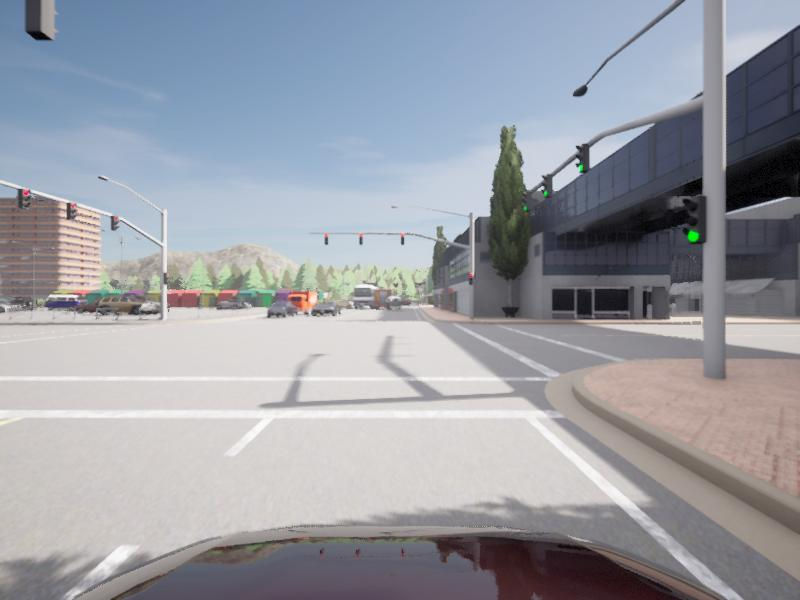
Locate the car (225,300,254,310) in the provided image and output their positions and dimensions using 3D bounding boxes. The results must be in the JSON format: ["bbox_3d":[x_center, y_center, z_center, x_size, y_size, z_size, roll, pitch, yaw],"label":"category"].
[{"bbox_3d":[-24.791,0.725,61.892,3.806,1.475,1.970,0,0,0],"label":"car"}]

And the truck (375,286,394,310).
[{"bbox_3d":[-2.647,-0.340,70.295,2.891,3.827,8.468,0,0,2],"label":"truck"}]

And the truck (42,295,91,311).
[{"bbox_3d":[-42.294,0.391,50.804,4.478,2.038,2.069,0,0,0],"label":"truck"}]

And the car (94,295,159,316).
[{"bbox_3d":[-24.887,0.489,36.478,4.605,1.855,1.932,0,0,0],"label":"car"}]

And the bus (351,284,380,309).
[{"bbox_3d":[-5.999,-0.554,71.484,3.944,4.253,10.273,0,0,2],"label":"bus"}]

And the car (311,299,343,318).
[{"bbox_3d":[-7.018,0.771,38.839,2.152,1.651,5.027,0,0,1],"label":"car"}]

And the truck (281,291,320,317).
[{"bbox_3d":[-10.435,0.319,42.435,2.627,2.467,5.204,0,2,1],"label":"truck"}]

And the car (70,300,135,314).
[{"bbox_3d":[-31.258,0.723,42.106,5.357,1.415,2.033,0,0,0],"label":"car"}]

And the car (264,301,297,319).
[{"bbox_3d":[-10.557,0.819,35.668,1.845,1.501,3.633,0,0,1],"label":"car"}]

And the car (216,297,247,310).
[{"bbox_3d":[-24.809,0.486,58.996,3.866,1.878,1.905,0,0,0],"label":"car"}]

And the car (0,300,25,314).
[{"bbox_3d":[-42.284,0.730,42.125,3.806,1.475,1.970,0,0,0],"label":"car"}]

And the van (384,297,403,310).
[{"bbox_3d":[-1.047,0.549,61.305,2.069,2.038,4.480,0,-1,-11],"label":"van"}]

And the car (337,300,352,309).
[{"bbox_3d":[-9.655,0.805,70.322,1.801,1.575,5.366,0,0,2],"label":"car"}]

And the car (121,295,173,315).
[{"bbox_3d":[-24.824,0.491,39.373,3.866,1.878,1.905,0,0,0],"label":"car"}]
